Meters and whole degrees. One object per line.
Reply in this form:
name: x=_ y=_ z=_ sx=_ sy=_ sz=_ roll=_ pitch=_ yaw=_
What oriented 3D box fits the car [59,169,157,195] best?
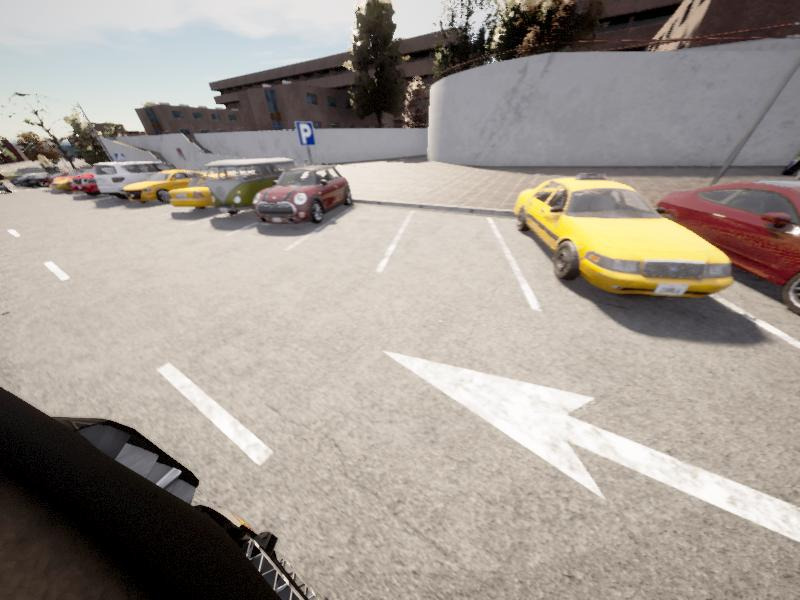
car: x=-24.250 y=-10.067 z=19.559 sx=2.002 sy=1.452 sz=4.674 roll=4 pitch=33 yaw=10

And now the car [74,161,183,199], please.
car: x=-19.134 y=-8.775 z=16.700 sx=1.878 sy=1.987 sz=4.442 roll=4 pitch=33 yaw=10

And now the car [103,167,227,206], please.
car: x=-13.956 y=-7.180 z=14.317 sx=2.097 sy=1.535 sz=5.008 roll=4 pitch=34 yaw=9

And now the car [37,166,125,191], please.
car: x=-31.967 y=-12.360 z=23.444 sx=2.185 sy=1.767 sz=4.553 roll=3 pitch=33 yaw=10

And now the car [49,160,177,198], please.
car: x=-21.689 y=-9.571 z=18.064 sx=2.435 sy=2.045 sz=5.566 roll=4 pitch=33 yaw=10

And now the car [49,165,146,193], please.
car: x=-26.824 y=-10.938 z=20.807 sx=2.185 sy=1.767 sz=4.553 roll=4 pitch=33 yaw=10

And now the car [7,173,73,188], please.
car: x=-55.031 y=-18.394 z=35.503 sx=2.231 sy=1.521 sz=4.892 roll=3 pitch=33 yaw=12

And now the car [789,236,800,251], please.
car: x=9.218 y=-0.446 z=2.658 sx=2.002 sy=1.452 sz=4.674 roll=4 pitch=33 yaw=10

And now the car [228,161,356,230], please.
car: x=-3.653 y=-4.325 z=9.081 sx=2.185 sy=1.767 sz=4.553 roll=4 pitch=33 yaw=9

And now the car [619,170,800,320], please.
car: x=6.650 y=-1.193 z=3.958 sx=2.002 sy=1.452 sz=4.674 roll=4 pitch=34 yaw=9

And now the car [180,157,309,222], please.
car: x=-6.256 y=-5.074 z=10.202 sx=1.878 sy=1.987 sz=4.442 roll=4 pitch=34 yaw=9

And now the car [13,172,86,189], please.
car: x=-47.384 y=-16.379 z=31.472 sx=2.097 sy=1.535 sz=5.008 roll=3 pitch=33 yaw=10

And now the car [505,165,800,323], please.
car: x=4.040 y=-1.872 z=5.077 sx=1.946 sy=1.575 sz=5.366 roll=4 pitch=34 yaw=9

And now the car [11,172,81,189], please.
car: x=-49.940 y=-17.051 z=32.811 sx=2.097 sy=1.535 sz=5.008 roll=3 pitch=33 yaw=11

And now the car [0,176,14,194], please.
car: x=-43.207 y=-12.080 z=24.382 sx=3.633 sy=1.501 sz=1.845 roll=15 pitch=38 yaw=26

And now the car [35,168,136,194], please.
car: x=-29.423 y=-11.432 z=22.009 sx=1.946 sy=1.575 sz=5.366 roll=4 pitch=33 yaw=10

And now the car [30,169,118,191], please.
car: x=-34.545 y=-12.936 z=24.804 sx=2.097 sy=1.535 sz=5.008 roll=3 pitch=33 yaw=10

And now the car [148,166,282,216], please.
car: x=-8.781 y=-5.795 z=11.870 sx=1.946 sy=1.575 sz=5.366 roll=4 pitch=33 yaw=10

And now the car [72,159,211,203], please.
car: x=-16.541 y=-8.142 z=15.500 sx=2.435 sy=2.045 sz=5.566 roll=4 pitch=33 yaw=10
